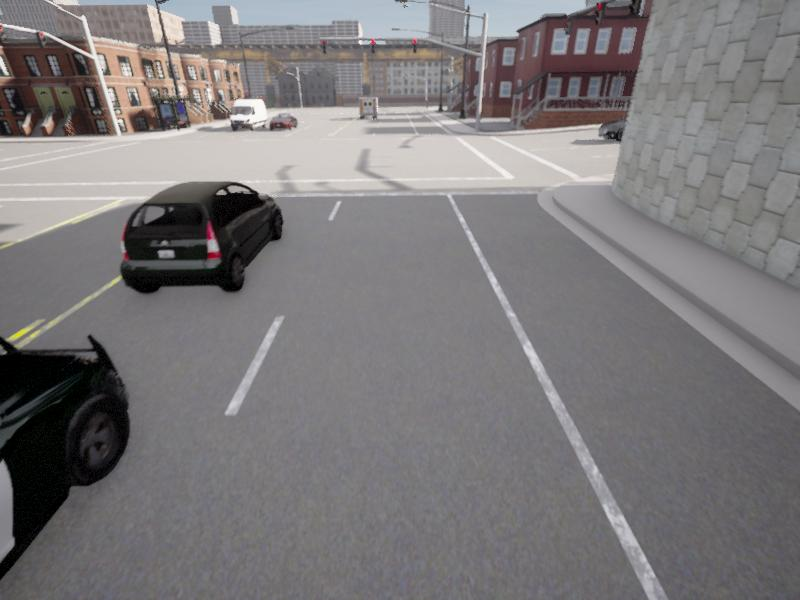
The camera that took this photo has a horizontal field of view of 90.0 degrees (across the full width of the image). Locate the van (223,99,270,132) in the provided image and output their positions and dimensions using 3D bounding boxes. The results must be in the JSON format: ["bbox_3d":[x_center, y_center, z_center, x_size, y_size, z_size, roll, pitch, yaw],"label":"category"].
[{"bbox_3d":[-14.440,-17.660,38.131,1.988,2.561,5.915,-1,27,0],"label":"van"}]

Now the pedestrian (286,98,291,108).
[{"bbox_3d":[-24.912,-44.041,89.506,0.751,1.860,0.751,-8,28,-13],"label":"pedestrian"}]

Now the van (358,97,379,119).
[{"bbox_3d":[-4.098,-25.720,53.521,2.351,2.431,6.366,-1,27,0],"label":"van"}]

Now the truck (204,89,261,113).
[{"bbox_3d":[-30.173,-36.009,72.421,8.468,3.827,2.891,-1,27,0],"label":"truck"}]

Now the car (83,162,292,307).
[{"bbox_3d":[-3.614,-1.536,7.854,1.851,1.617,3.988,-1,27,0],"label":"car"}]

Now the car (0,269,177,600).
[{"bbox_3d":[-3.532,1.559,1.988,2.038,1.542,4.974,-1,28,0],"label":"car"}]

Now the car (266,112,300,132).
[{"bbox_3d":[-10.919,-16.790,37.644,1.994,1.385,4.181,-1,27,0],"label":"car"}]

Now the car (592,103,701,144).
[{"bbox_3d":[14.305,-10.390,23.514,4.856,1.649,2.033,-5,27,2],"label":"car"}]
